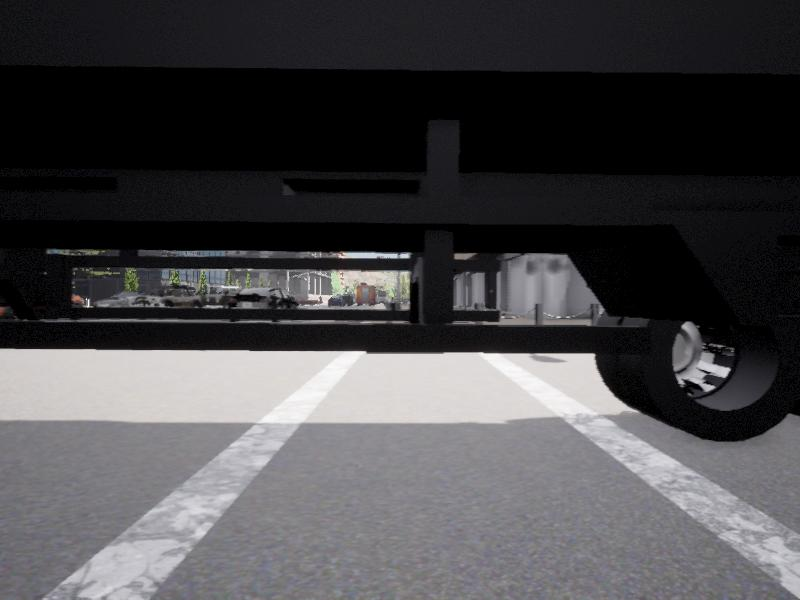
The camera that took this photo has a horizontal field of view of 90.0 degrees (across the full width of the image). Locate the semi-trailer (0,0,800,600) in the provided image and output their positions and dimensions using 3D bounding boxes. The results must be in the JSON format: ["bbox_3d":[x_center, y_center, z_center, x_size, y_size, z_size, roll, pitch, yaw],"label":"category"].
[{"bbox_3d":[0.909,-1.224,2.225,14.254,4.402,2.717,0,0,0],"label":"semi-trailer"}]
